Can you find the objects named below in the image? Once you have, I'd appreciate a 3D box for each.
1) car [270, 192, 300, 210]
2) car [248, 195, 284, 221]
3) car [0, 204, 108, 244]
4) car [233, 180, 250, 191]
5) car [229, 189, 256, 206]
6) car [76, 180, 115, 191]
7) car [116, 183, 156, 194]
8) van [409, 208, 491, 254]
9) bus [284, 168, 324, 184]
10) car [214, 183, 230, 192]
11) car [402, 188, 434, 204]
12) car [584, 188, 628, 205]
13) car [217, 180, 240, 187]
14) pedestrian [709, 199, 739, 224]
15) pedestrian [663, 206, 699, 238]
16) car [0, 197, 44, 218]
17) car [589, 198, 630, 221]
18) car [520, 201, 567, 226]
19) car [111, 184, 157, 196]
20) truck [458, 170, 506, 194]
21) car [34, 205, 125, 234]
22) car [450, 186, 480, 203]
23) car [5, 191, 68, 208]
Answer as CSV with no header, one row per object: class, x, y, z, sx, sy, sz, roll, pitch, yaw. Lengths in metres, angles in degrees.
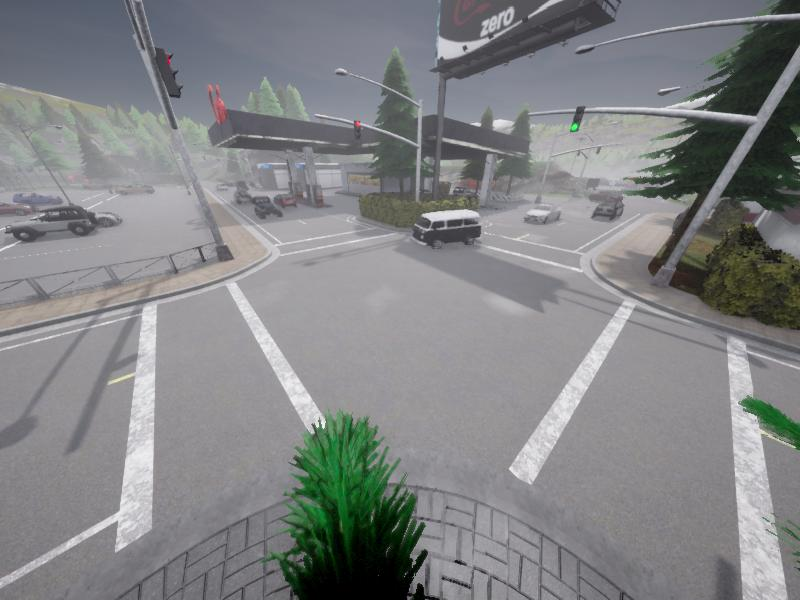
car,-14.750,-12.704,29.475,2.007,1.525,4.514,-22,37,-33
car,-13.559,-9.387,23.364,1.905,1.878,3.866,-22,37,-33
car,-23.841,-5.383,15.979,3.866,1.878,1.905,-23,37,-34
car,-34.279,-24.712,49.909,1.905,1.878,3.866,-22,37,-33
car,-22.096,-14.454,32.400,2.033,1.649,4.856,-23,37,-34
car,-66.820,-25.246,50.848,4.605,1.855,1.932,-23,37,-34
car,-49.532,-20.953,43.472,4.514,1.523,2.007,-23,37,-34
van,3.069,-4.515,14.734,4.480,2.038,2.069,-12,33,-20
bus,-30.342,-39.579,73.290,10.273,4.253,3.944,-23,37,-34
car,-37.169,-23.532,48.282,1.970,1.475,3.806,-22,37,-33
car,2.620,-15.713,34.677,2.242,1.667,4.611,-23,37,-34
car,28.298,-14.400,31.956,2.097,1.767,4.553,3,30,6
car,-44.079,-29.914,59.331,4.792,1.488,2.163,12,32,20
pedestrian,28.438,-7.781,20.280,0.751,1.860,0.751,-17,34,-27
pedestrian,18.658,-5.167,15.367,0.751,1.860,0.751,-20,35,-30
car,-39.420,-8.945,22.590,4.514,1.523,2.007,-23,37,-34
car,20.182,-8.768,22.248,3.705,1.549,1.789,-23,37,-33
car,13.323,-8.080,21.356,4.674,1.442,1.812,-22,36,-34
car,-47.482,-19.774,41.410,5.027,1.636,2.152,-23,37,-34
truck,16.449,-24.237,47.151,2.891,3.827,8.468,-22,37,-33
car,-25.501,-6.610,18.671,3.806,1.475,1.970,-23,37,-34
car,9.747,-16.005,34.849,1.905,1.878,3.866,-23,37,-34
car,-45.788,-12.777,29.270,3.633,1.501,1.845,-23,37,-34
